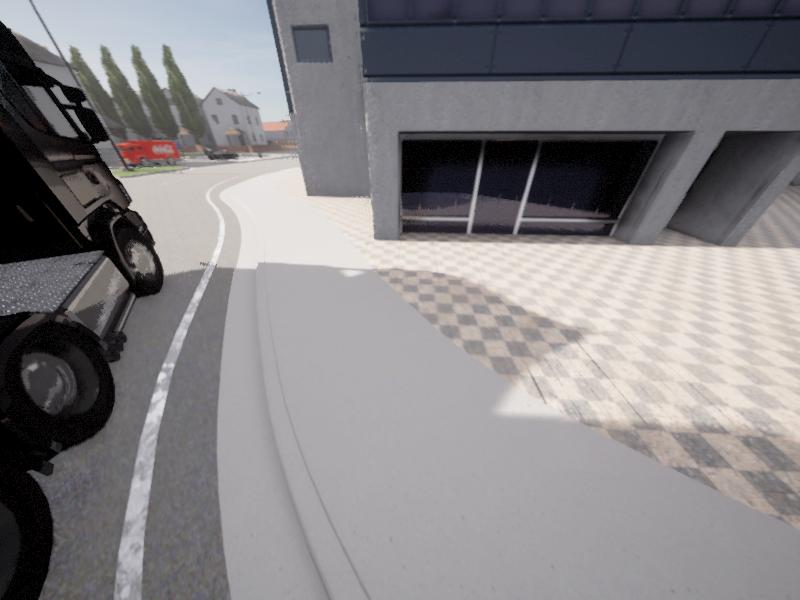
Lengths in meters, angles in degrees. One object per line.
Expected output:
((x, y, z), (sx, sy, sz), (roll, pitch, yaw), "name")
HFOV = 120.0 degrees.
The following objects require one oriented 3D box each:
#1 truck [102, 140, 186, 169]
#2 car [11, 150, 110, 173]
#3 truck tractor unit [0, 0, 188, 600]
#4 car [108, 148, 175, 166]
((-28.006, -16.282, 25.715), (2.627, 2.467, 5.204), (6, 34, 8), "truck")
((-32.568, -13.587, 22.479), (2.033, 1.649, 4.856), (9, 35, 13), "car")
((-4.492, -0.671, 1.324), (3.053, 4.208, 6.516), (-20, 39, -27), "truck tractor unit")
((-31.078, -17.443, 28.126), (1.930, 1.638, 5.238), (4, 35, 6), "car")
